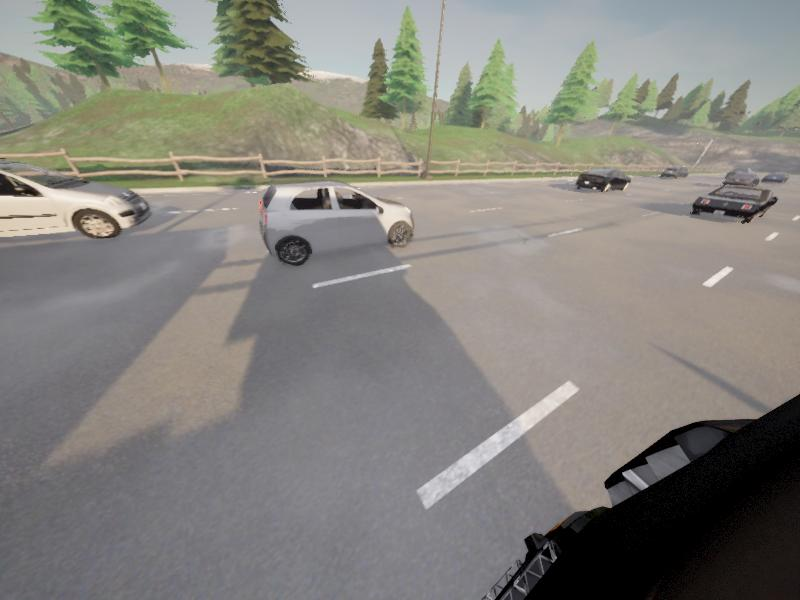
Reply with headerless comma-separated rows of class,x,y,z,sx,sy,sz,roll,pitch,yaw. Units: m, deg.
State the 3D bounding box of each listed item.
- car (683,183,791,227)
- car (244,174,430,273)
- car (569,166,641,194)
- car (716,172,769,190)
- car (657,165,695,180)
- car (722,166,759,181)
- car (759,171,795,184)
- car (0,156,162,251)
car,15.957,-4.633,10.939,4.718,1.301,1.895,-16,38,-26
car,-1.378,-2.051,5.552,3.633,1.501,1.845,-16,38,-26
car,15.318,-9.015,17.273,5.008,1.535,1.882,-16,38,-26
car,36.248,-12.655,24.439,5.357,1.411,2.033,-16,38,-26
car,38.486,-17.801,32.237,4.514,1.525,2.007,-16,38,-26
car,53.634,-19.969,36.385,4.553,1.767,2.097,-16,38,-26
car,56.039,-18.249,34.348,4.181,1.385,1.994,-16,38,-26
car,-8.663,-2.250,5.240,3.988,1.617,1.851,-16,38,-26
